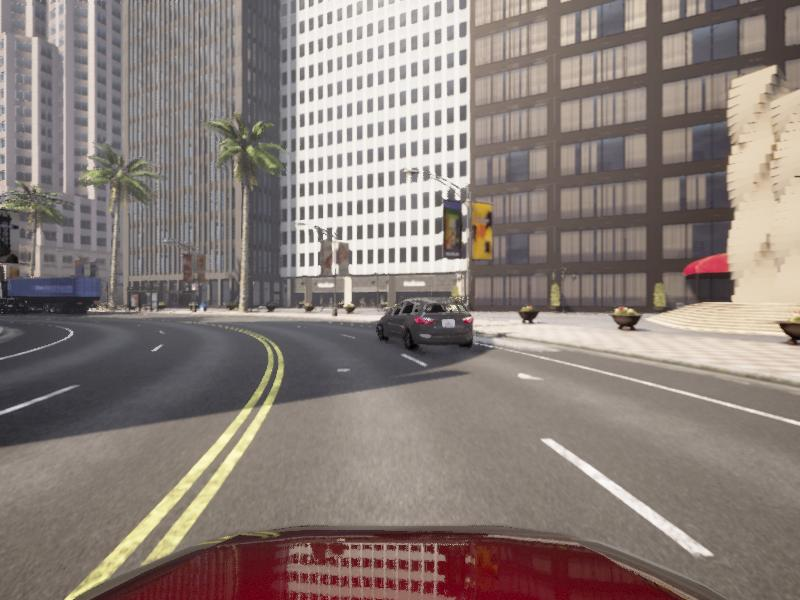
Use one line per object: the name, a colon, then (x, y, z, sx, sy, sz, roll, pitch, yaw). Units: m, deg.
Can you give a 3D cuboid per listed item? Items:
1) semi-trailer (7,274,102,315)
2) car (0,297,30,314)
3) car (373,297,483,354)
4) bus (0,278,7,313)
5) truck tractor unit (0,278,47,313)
semi-trailer: (-41.221, -0.612, 47.528, 14.254, 4.402, 2.717, 0, 0, 24)
car: (-44.181, 0.658, 45.040, 4.605, 1.855, 1.932, -1, 0, 24)
car: (0.750, 0.750, 14.182, 2.242, 1.667, 4.611, 0, 0, -20)
bus: (-53.246, -0.518, 48.834, 10.273, 4.253, 3.944, 0, 0, 23)
truck tractor unit: (-48.472, -0.511, 50.710, 6.516, 4.208, 3.053, 0, 0, 23)
